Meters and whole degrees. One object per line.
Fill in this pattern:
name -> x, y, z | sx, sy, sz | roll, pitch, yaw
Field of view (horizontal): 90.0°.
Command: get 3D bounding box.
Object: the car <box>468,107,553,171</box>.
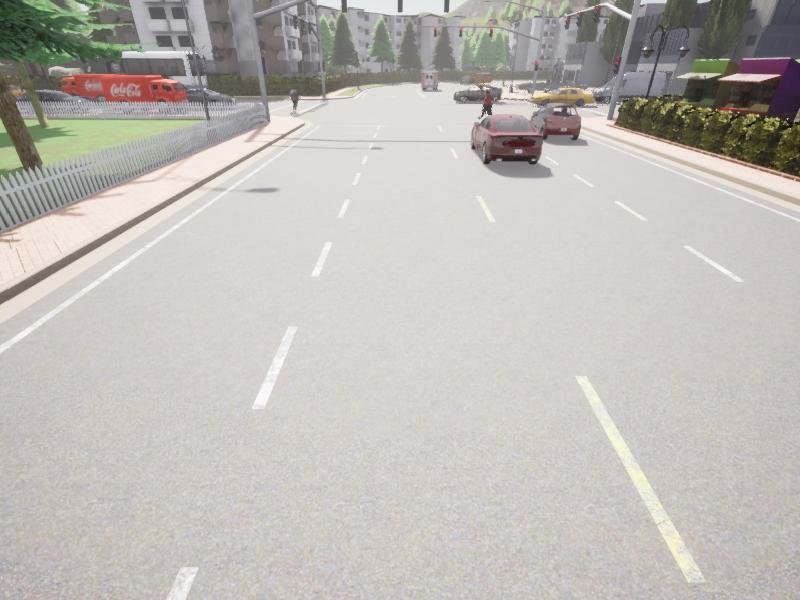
car -> 3.930, -6.271, 15.234 | 1.882, 1.535, 5.008 | 0, 30, 0

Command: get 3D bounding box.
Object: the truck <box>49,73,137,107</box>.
truck -> -27.300, -18.831, 35.844 | 5.204, 2.467, 2.627 | 2, 30, 1

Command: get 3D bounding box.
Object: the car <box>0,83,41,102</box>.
car -> -39.050, -20.434, 39.448 | 5.366, 1.575, 1.801 | 1, 30, 2

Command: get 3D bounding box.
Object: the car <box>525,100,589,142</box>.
car -> 7.585, -8.885, 19.718 | 1.845, 1.501, 3.633 | 2, 30, 3

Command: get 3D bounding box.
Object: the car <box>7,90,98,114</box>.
car -> -25.925, -14.863, 29.992 | 4.892, 1.490, 1.837 | 1, 30, 2

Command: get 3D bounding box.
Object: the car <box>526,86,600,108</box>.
car -> 13.972, -17.565, 34.534 | 5.366, 1.575, 1.801 | -1, 30, -2

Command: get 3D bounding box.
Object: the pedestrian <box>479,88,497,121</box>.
pedestrian -> 5.508, -12.300, 25.192 | 0.751, 1.860, 0.751 | 0, 30, -1

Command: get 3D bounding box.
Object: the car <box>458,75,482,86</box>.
car -> 13.893, -43.322, 78.886 | 2.152, 1.651, 5.027 | 24, 38, 35

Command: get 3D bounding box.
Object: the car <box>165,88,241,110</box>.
car -> -15.991, -16.458, 32.707 | 4.902, 1.511, 2.128 | 1, 30, 2

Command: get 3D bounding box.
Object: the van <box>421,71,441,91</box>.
van -> 4.692, -33.092, 60.277 | 2.351, 2.431, 6.366 | 5, 31, 8

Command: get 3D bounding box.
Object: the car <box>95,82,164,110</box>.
car -> -22.062, -16.730, 32.795 | 3.866, 1.878, 1.905 | 1, 30, 2

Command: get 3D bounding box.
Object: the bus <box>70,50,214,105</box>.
bus -> -24.133, -21.255, 38.213 | 10.273, 4.253, 3.944 | 1, 30, 2

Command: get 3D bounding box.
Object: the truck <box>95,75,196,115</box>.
truck -> -18.573, -15.153, 29.521 | 5.204, 2.467, 2.627 | 1, 30, 2

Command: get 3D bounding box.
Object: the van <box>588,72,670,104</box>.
van -> 21.199, -19.767, 37.353 | 5.915, 2.561, 1.988 | 1, 30, 2

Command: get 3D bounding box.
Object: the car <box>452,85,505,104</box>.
car -> 7.379, -19.574, 38.029 | 4.514, 1.525, 2.007 | 1, 30, 2

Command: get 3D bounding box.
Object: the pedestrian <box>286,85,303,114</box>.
pedestrian -> -7.704, -14.647, 29.211 | 0.751, 1.860, 0.751 | 3, 30, 6

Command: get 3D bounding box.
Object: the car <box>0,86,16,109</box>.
car -> -35.743, -16.862, 33.288 | 5.027, 1.651, 2.152 | 1, 30, 2

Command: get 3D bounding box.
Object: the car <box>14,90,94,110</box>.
car -> -28.534, -16.591, 33.148 | 4.718, 1.301, 1.895 | 1, 30, 2

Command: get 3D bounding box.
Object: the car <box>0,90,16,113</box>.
car -> -32.482, -14.981, 30.194 | 4.892, 1.490, 1.837 | 1, 30, 2

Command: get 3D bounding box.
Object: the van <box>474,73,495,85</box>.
van -> 16.130, -42.187, 76.298 | 1.775, 1.987, 4.442 | 22, 37, 32
